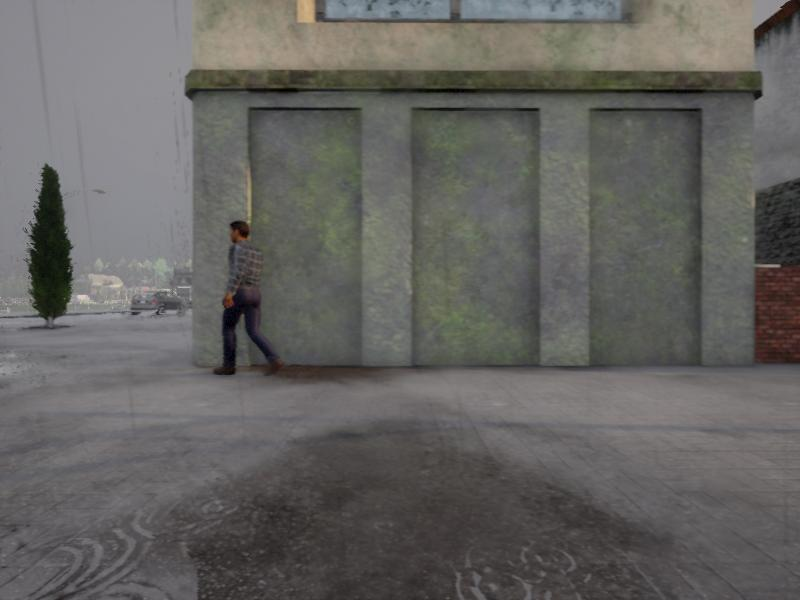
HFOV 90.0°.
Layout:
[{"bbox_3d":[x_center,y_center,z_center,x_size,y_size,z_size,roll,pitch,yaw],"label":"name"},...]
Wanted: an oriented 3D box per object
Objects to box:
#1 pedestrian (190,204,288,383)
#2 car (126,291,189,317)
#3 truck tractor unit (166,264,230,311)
[{"bbox_3d":[-1.828,-0.065,4.622,0.751,1.860,0.751,0,0,17],"label":"pedestrian"},{"bbox_3d":[-15.450,0.226,25.734,1.789,1.549,3.705,0,0,-1],"label":"car"},{"bbox_3d":[-19.707,-1.112,39.594,3.053,4.208,6.516,0,-1,-1],"label":"truck tractor unit"}]
